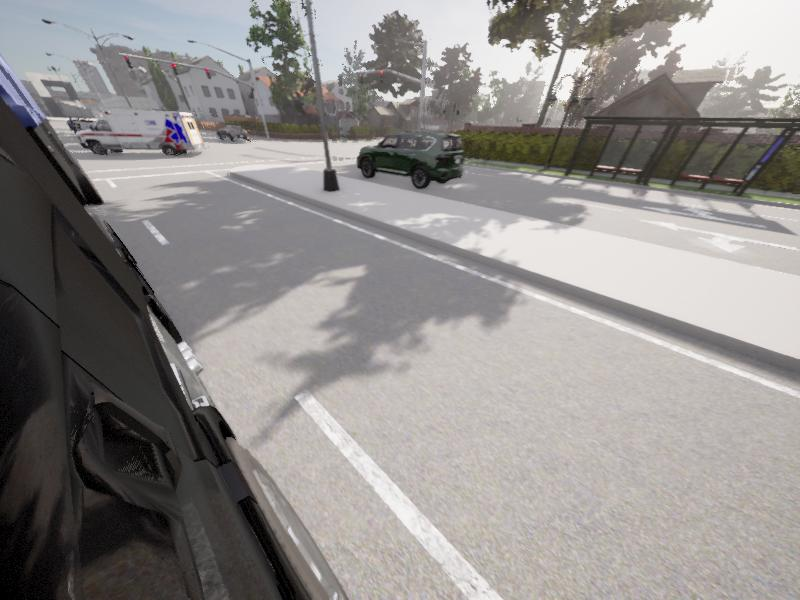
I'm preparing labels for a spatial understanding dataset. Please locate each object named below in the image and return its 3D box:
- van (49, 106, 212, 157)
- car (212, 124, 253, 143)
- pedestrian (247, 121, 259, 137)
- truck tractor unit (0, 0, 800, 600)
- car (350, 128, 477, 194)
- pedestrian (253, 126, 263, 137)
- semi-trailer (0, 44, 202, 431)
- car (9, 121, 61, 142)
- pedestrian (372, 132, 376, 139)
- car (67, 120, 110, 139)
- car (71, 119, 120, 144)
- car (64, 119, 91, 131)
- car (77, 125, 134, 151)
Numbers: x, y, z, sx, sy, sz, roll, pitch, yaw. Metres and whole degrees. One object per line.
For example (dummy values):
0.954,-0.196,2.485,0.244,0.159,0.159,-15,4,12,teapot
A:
-17.332,-11.258,15.616,6.366,2.431,2.351,-10,38,-16,van
-20.667,-20.605,28.551,5.027,1.651,2.152,28,44,30,car
-22.034,-25.577,34.605,0.751,1.860,0.751,23,41,25,pedestrian
-2.645,-0.295,0.351,6.516,4.208,3.053,28,44,30,truck tractor unit
0.380,-6.808,11.027,5.566,2.045,2.150,28,44,30,car
-21.986,-26.116,35.794,0.751,1.300,0.751,28,44,30,pedestrian
-8.699,-3.595,4.241,14.254,4.402,2.717,28,44,30,semi-trailer
-33.016,-15.315,20.999,4.181,1.385,1.994,28,44,30,car
-4.668,-29.738,41.801,0.500,1.100,0.500,29,44,31,pedestrian
-34.682,-19.001,25.721,4.792,1.488,2.163,28,44,30,car
-29.291,-16.217,22.188,5.238,1.638,1.930,28,44,30,car
-50.060,-27.127,35.816,4.718,1.301,1.895,28,44,30,car
-23.765,-13.140,18.614,5.357,1.411,2.033,28,44,30,car
